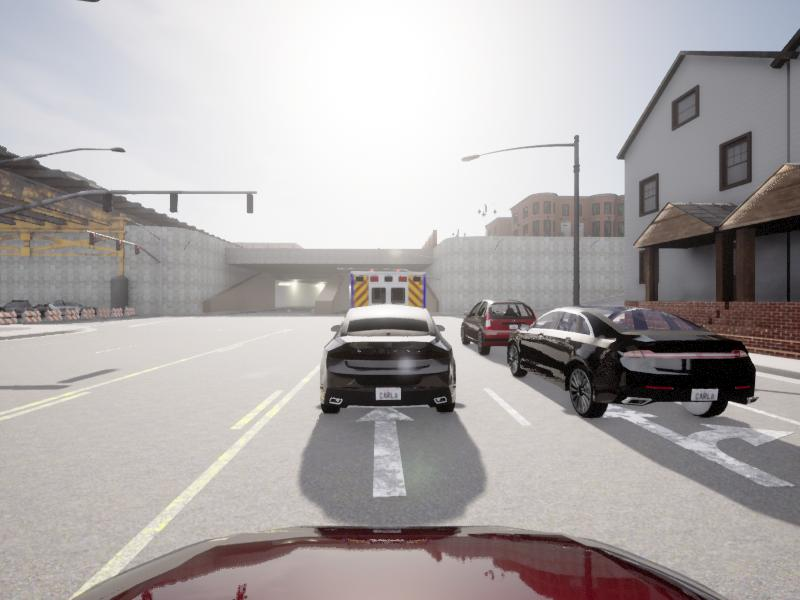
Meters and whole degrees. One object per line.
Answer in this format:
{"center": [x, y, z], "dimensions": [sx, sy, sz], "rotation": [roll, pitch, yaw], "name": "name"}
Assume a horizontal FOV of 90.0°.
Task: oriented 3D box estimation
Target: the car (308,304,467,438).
{"center": [-0.209, 0.844, 7.073], "dimensions": [1.837, 1.490, 4.892], "rotation": [0, 0, -2], "name": "car"}

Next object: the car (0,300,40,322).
{"center": [-29.116, 0.796, 30.609], "dimensions": [2.038, 1.542, 4.974], "rotation": [0, 0, -38], "name": "car"}

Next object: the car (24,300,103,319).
{"center": [-30.069, 0.796, 35.949], "dimensions": [2.038, 1.542, 4.974], "rotation": [0, 0, 27], "name": "car"}

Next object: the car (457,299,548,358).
{"center": [3.116, 0.788, 13.044], "dimensions": [1.851, 1.617, 3.988], "rotation": [0, 0, -2], "name": "car"}

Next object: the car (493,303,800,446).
{"center": [3.293, 0.836, 6.852], "dimensions": [2.128, 1.511, 4.902], "rotation": [0, 0, -2], "name": "car"}

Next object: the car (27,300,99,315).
{"center": [-30.092, 0.638, 35.903], "dimensions": [1.853, 1.218, 4.536], "rotation": [0, 0, 27], "name": "car"}

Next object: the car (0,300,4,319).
{"center": [-29.000, 0.638, 25.964], "dimensions": [1.853, 1.218, 4.536], "rotation": [0, 0, 42], "name": "car"}

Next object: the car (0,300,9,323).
{"center": [-28.966, 0.796, 26.003], "dimensions": [2.038, 1.542, 4.974], "rotation": [0, 0, 42], "name": "car"}

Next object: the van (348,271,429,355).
{"center": [-0.436, 0.378, 14.773], "dimensions": [2.351, 2.431, 6.366], "rotation": [0, 0, -2], "name": "van"}

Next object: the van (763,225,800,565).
{"center": [3.492, 0.572, 0.423], "dimensions": [2.069, 2.038, 4.480], "rotation": [0, 0, -2], "name": "van"}
